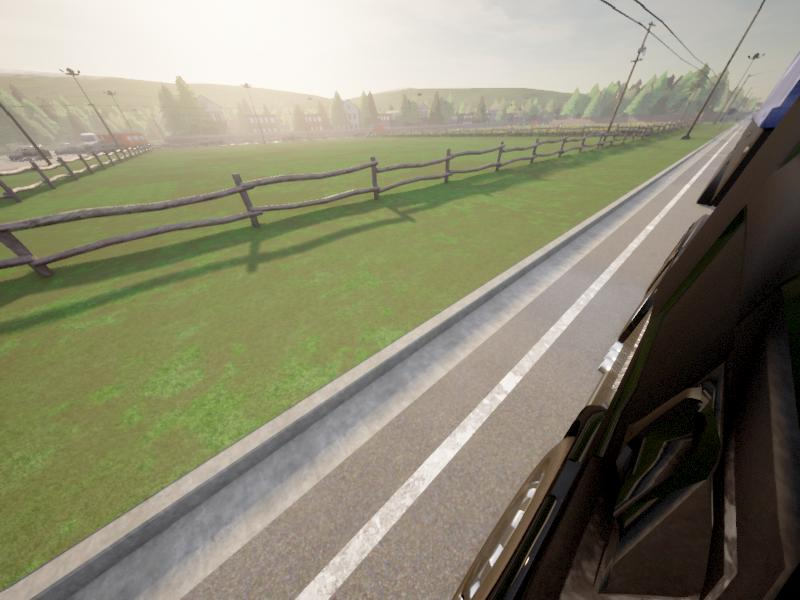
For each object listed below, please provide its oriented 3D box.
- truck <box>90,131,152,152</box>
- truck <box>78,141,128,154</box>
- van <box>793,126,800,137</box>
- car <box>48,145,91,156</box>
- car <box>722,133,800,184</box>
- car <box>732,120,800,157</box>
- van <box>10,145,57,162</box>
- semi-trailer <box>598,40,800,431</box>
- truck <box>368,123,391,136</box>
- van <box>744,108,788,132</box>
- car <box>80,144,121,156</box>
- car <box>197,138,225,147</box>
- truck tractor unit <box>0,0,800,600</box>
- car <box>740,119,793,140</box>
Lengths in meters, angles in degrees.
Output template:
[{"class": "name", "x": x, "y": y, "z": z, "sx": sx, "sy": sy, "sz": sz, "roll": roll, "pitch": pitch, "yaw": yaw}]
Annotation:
[{"class": "truck", "x": -66.959, "y": -38.361, "z": 55.851, "sx": 2.891, "sy": 3.827, "sz": 8.468, "roll": 22, "pitch": 43, "yaw": 29}, {"class": "truck", "x": -66.114, "y": -34.173, "z": 51.635, "sx": 2.390, "sy": 2.098, "sz": 6.274, "roll": 11, "pitch": 39, "yaw": 17}, {"class": "van", "x": 42.536, "y": -17.822, "z": 23.255, "sx": 4.480, "sy": 2.038, "sz": 2.069, "roll": -28, "pitch": 44, "yaw": -30}, {"class": "car", "x": -73.378, "y": -33.260, "z": 51.487, "sx": 2.152, "sy": 1.651, "sz": 5.027, "roll": 5, "pitch": 37, "yaw": 10}, {"class": "car", "x": 15.680, "y": -6.029, "z": 9.656, "sx": 4.181, "sy": 1.385, "sz": 1.994, "roll": -28, "pitch": 44, "yaw": -30}, {"class": "car", "x": 24.062, "y": -10.586, "z": 15.015, "sx": 5.027, "sy": 1.651, "sz": 2.152, "roll": -28, "pitch": 44, "yaw": -30}, {"class": "van", "x": -60.135, "y": -24.259, "z": 38.047, "sx": 2.069, "sy": 2.038, "sz": 4.480, "roll": -21, "pitch": 41, "yaw": -23}, {"class": "semi-trailer", "x": 8.693, "y": -3.604, "z": 4.242, "sx": 14.254, "sy": 4.402, "sz": 2.717, "roll": -28, "pitch": 44, "yaw": -30}, {"class": "truck", "x": -7.864, "y": -67.200, "z": 90.955, "sx": 8.468, "sy": 3.827, "sz": 2.891, "roll": -28, "pitch": 43, "yaw": -30}, {"class": "van", "x": 51.701, "y": -25.562, "z": 32.757, "sx": 6.366, "sy": 2.431, "sz": 2.351, "roll": -28, "pitch": 44, "yaw": -30}, {"class": "car", "x": -60.261, "y": -30.370, "z": 46.662, "sx": 2.242, "sy": 1.667, "sz": 4.611, "roll": -4, "pitch": 37, "yaw": -2}, {"class": "car", "x": -49.805, "y": -41.550, "z": 60.929, "sx": 5.238, "sy": 1.638, "sz": 1.930, "roll": -28, "pitch": 43, "yaw": -30}, {"class": "truck tractor unit", "x": 2.645, "y": -0.295, "z": 0.352, "sx": 6.516, "sy": 4.208, "sz": 3.053, "roll": -28, "pitch": 44, "yaw": -30}, {"class": "car", "x": 35.621, "y": -16.653, "z": 22.573, "sx": 4.792, "sy": 1.488, "sz": 2.163, "roll": -28, "pitch": 44, "yaw": -30}]
